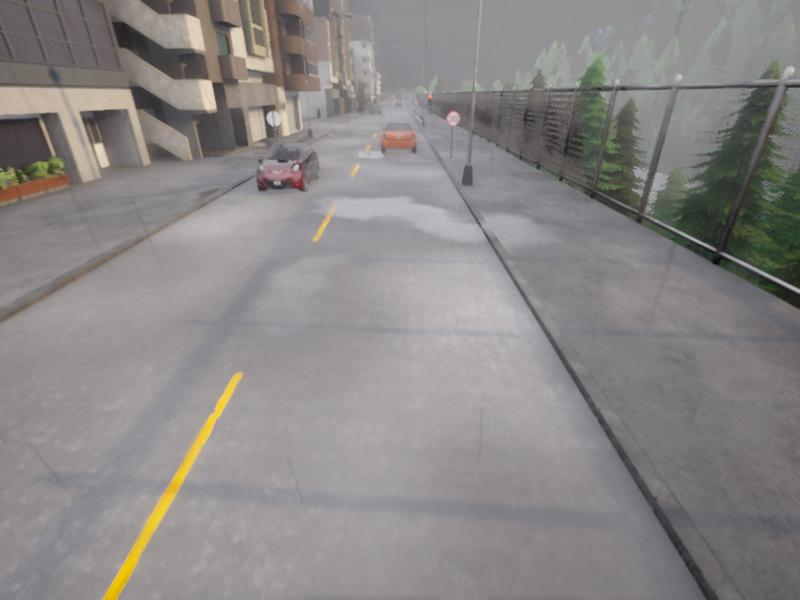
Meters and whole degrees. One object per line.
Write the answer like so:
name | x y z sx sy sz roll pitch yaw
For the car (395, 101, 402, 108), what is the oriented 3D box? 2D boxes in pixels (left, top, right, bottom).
car | -0.294 -51.250 104.870 1.837 1.490 4.892 0 27 0

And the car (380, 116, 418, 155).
car | -0.072 -10.094 24.346 2.097 1.767 4.553 0 27 0

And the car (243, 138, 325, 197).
car | -4.043 -4.952 14.645 1.845 1.501 3.633 0 27 0

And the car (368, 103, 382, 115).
car | -4.185 -32.726 68.481 2.097 1.767 4.553 0 27 0
